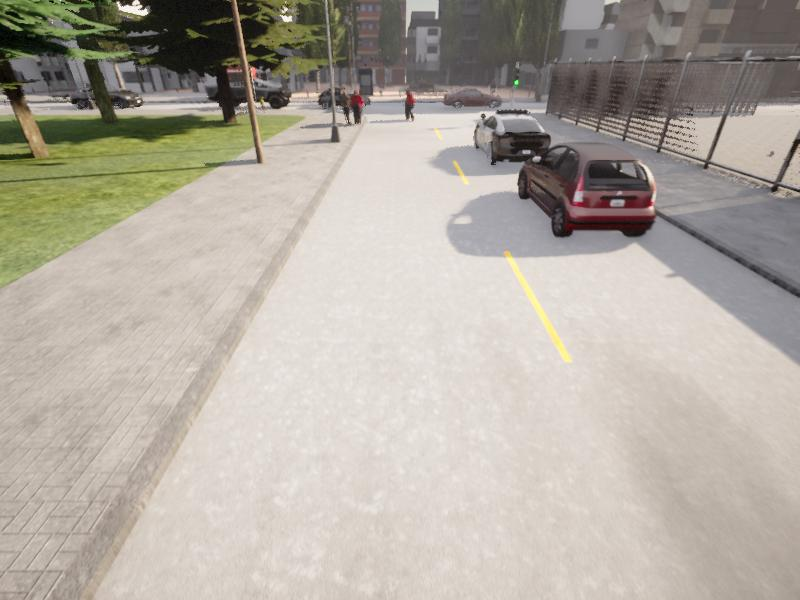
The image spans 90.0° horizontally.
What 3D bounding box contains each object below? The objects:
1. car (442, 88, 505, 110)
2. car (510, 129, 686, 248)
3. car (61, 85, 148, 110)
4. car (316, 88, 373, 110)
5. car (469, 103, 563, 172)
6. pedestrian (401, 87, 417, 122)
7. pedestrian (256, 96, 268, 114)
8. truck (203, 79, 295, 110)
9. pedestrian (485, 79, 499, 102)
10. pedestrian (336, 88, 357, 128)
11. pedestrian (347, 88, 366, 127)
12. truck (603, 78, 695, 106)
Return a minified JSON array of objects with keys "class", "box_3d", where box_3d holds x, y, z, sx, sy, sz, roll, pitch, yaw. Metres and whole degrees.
[{"class":"car","box_3d":[5.861,-16.252,32.312,4.674,1.442,1.812,0,30,0]},{"class":"car","box_3d":[4.015,-2.715,9.038,1.851,1.617,3.988,0,30,0]},{"class":"car","box_3d":[-23.656,-16.315,32.232,5.027,1.651,2.152,0,30,0]},{"class":"car","box_3d":[-4.413,-16.185,32.162,4.193,1.474,1.816,2,30,4]},{"class":"car","box_3d":[4.081,-6.302,15.129,1.930,1.638,5.238,0,31,-1]},{"class":"pedestrian","box_3d":[0.557,-11.936,24.481,0.751,1.860,0.751,-10,32,-17]},{"class":"pedestrian","box_3d":[-9.561,-13.520,27.728,0.500,1.100,0.500,-1,30,-3]},{"class":"truck","box_3d":[-11.947,-16.525,32.122,6.274,2.098,2.390,0,30,0]},{"class":"pedestrian","box_3d":[8.572,-19.580,37.336,0.751,1.860,0.751,-13,33,-22]},{"class":"pedestrian","box_3d":[-2.854,-10.313,21.504,0.751,1.860,0.751,7,31,12]},{"class":"pedestrian","box_3d":[-2.344,-10.489,21.806,0.751,1.860,0.751,5,31,9]},{"class":"truck","box_3d":[22.007,-18.575,35.637,6.274,2.098,2.390,0,30,0]}]
